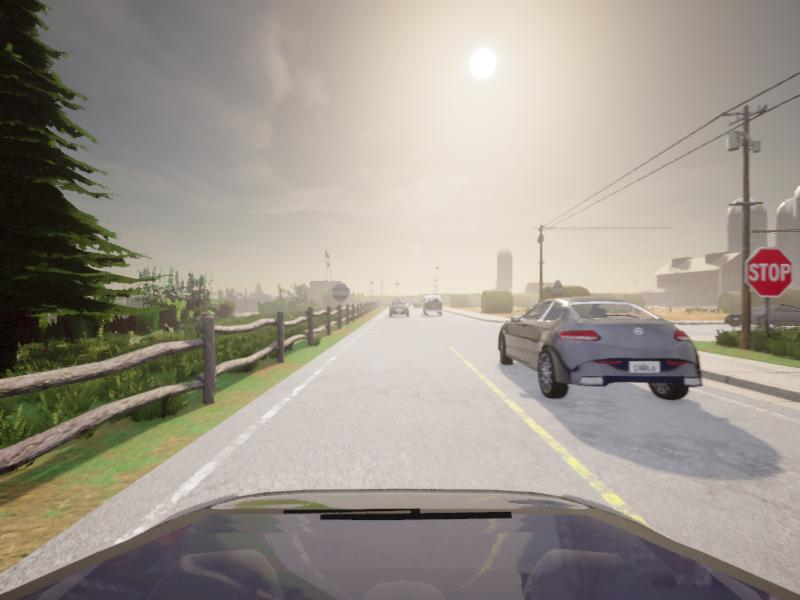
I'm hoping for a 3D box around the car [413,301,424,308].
[{"bbox_3d":[3.449,0.869,74.191,1.895,1.301,4.718,0,0,0],"label":"car"}]

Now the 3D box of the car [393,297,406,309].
[{"bbox_3d":[-0.052,0.506,70.676,2.150,2.045,5.566,0,0,0],"label":"car"}]

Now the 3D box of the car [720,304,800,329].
[{"bbox_3d":[21.351,0.920,23.140,4.181,1.385,1.994,0,0,-3],"label":"car"}]

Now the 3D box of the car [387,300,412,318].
[{"bbox_3d":[-0.069,0.802,37.255,2.128,1.511,4.902,0,0,0],"label":"car"}]

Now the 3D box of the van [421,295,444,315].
[{"bbox_3d":[3.447,0.534,42.853,2.069,2.038,4.480,0,1,0],"label":"van"}]

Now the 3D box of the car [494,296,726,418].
[{"bbox_3d":[3.457,0.772,7.989,2.152,1.651,5.027,0,0,2],"label":"car"}]
